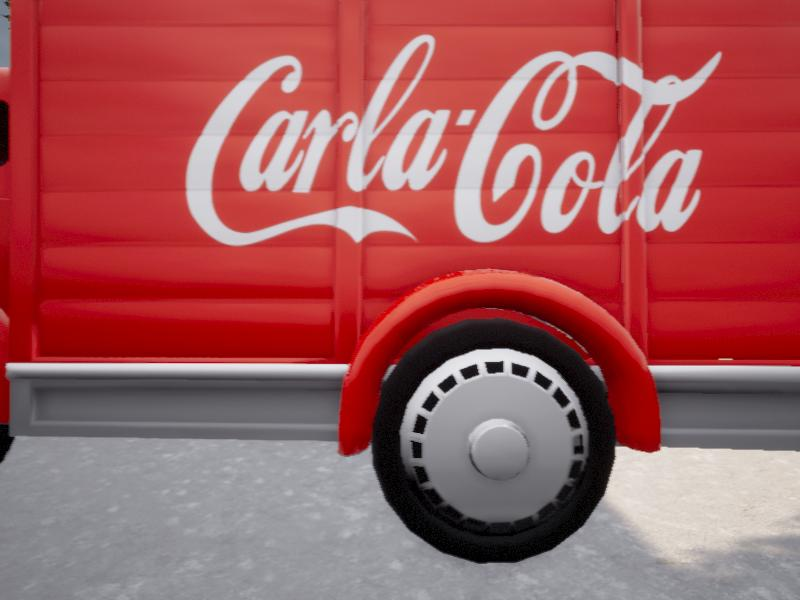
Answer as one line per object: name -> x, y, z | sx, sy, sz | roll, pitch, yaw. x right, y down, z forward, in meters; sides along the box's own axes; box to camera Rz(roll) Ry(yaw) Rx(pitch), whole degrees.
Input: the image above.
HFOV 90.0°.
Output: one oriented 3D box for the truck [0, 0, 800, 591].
truck -> -0.842, -0.244, 2.704 | 5.204, 2.467, 2.627 | 0, 0, 1
